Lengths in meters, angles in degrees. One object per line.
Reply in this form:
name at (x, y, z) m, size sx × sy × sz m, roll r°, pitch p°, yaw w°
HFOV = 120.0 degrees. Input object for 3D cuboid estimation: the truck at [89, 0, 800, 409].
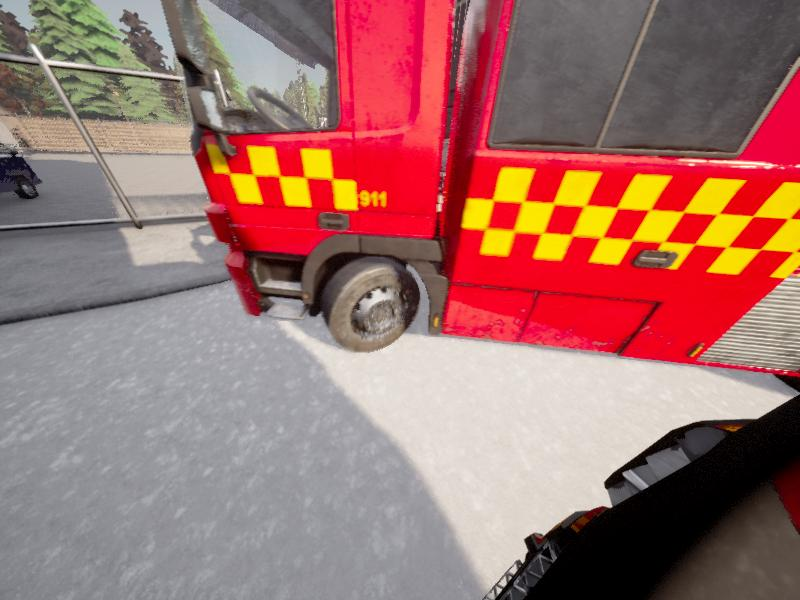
truck at (2.444, -1.440, 2.739) m, size 8.468 × 3.827 × 2.891 m, roll 6°, pitch 34°, yaw 5°
